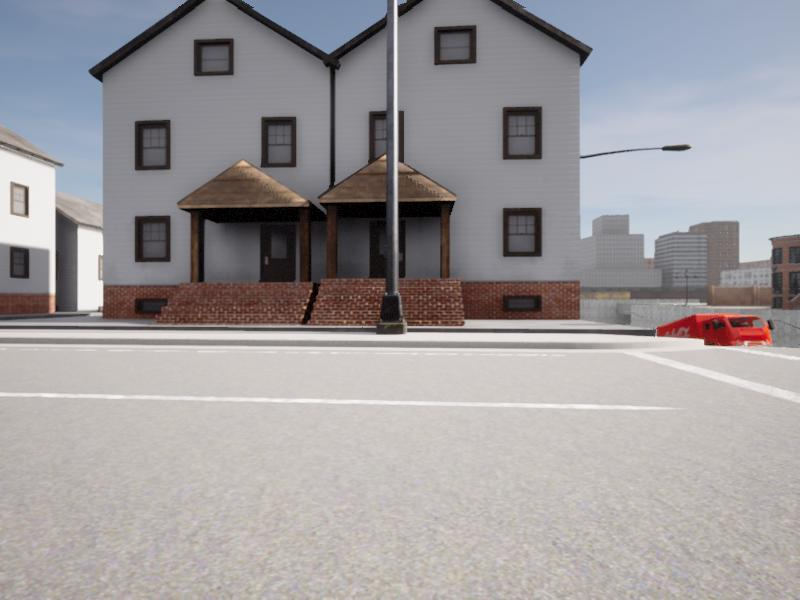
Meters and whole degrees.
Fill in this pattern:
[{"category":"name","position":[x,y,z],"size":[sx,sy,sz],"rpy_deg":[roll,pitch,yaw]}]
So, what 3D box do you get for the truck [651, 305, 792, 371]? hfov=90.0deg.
[{"category":"truck","position":[15.163,2.022,19.497],"size":[2.627,2.467,5.204],"rpy_deg":[-1,-14,4]}]
